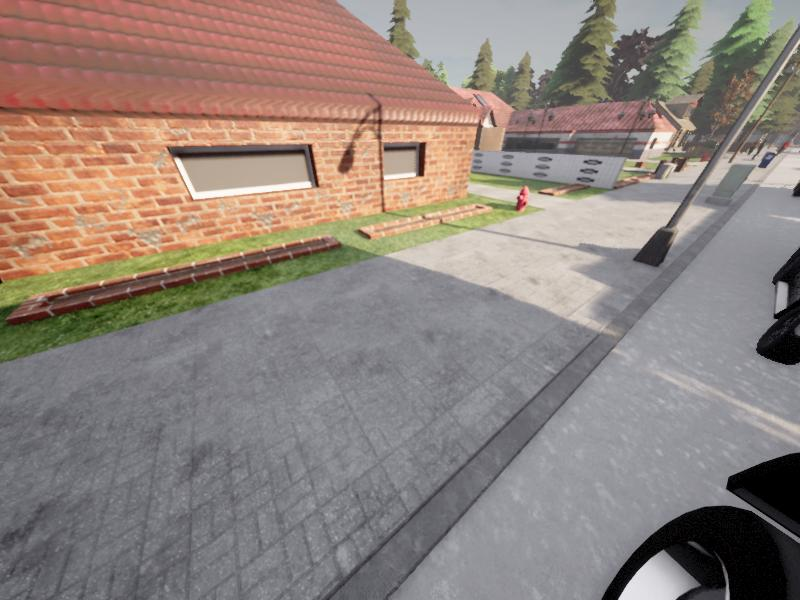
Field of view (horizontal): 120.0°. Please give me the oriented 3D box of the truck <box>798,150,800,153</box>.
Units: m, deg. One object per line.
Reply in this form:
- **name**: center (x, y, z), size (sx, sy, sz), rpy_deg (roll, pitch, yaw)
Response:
- **truck**: center (66.436, -24.643, 36.752), size (6.274, 2.098, 2.390), rpy_deg (-22, 41, -28)

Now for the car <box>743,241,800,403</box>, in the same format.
- **car**: center (6.346, -0.154, 2.544), size (4.605, 1.855, 1.932), rpy_deg (-21, 40, -28)

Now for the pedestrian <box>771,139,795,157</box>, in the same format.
- **pedestrian**: center (47.971, -19.096, 28.957), size (0.751, 1.860, 0.751), rpy_deg (-26, 42, -31)

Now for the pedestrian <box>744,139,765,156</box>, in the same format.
- **pedestrian**: center (46.732, -20.163, 30.479), size (0.751, 1.860, 0.751), rpy_deg (-25, 42, -31)

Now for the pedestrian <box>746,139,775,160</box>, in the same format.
- **pedestrian**: center (38.840, -16.211, 24.907), size (0.751, 1.860, 0.751), rpy_deg (26, 43, 32)

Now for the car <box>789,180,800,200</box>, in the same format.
- **car**: center (19.144, -5.381, 9.825), size (3.866, 1.878, 1.905), rpy_deg (-22, 41, -28)
